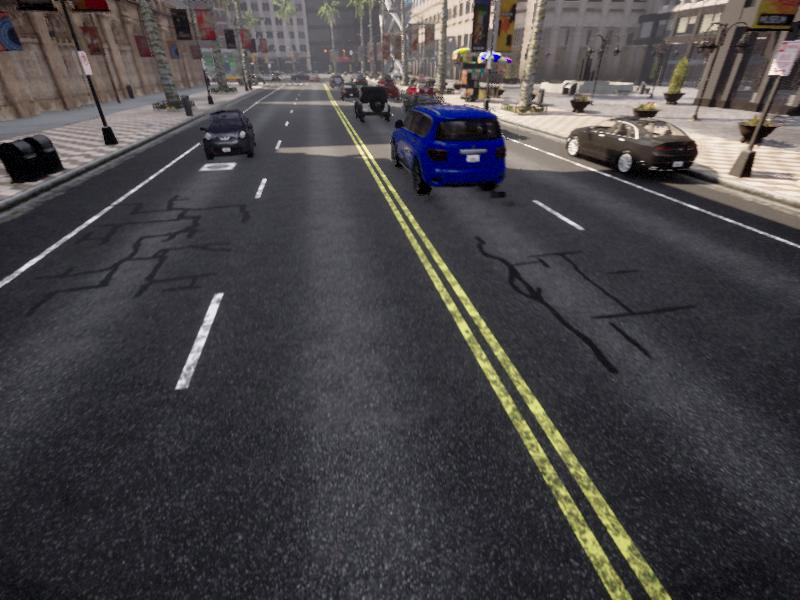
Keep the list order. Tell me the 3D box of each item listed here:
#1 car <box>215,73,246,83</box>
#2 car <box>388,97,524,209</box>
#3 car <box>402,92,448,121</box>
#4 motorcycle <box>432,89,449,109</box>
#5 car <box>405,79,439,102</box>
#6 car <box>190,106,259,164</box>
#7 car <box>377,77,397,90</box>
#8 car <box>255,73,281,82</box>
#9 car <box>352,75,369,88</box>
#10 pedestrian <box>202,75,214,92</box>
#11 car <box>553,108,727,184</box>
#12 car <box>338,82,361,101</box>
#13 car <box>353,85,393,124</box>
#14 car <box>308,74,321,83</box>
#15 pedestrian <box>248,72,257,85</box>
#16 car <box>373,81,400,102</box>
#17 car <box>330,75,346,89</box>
[{"bbox_3d":[-34.554,-45.248,81.491,5.366,1.575,1.801,-6,31,-9],"label":"car"},{"bbox_3d":[1.201,-4.579,11.690,2.150,2.045,5.566,-6,31,-9],"label":"car"},{"bbox_3d":[1.512,-12.810,26.398,1.895,1.301,4.718,-6,31,-9],"label":"car"},{"bbox_3d":[3.233,-16.148,32.123,0.764,1.277,2.356,10,32,16],"label":"motorcycle"},{"bbox_3d":[1.984,-20.068,38.229,2.185,1.767,4.553,-6,31,-9],"label":"car"},{"bbox_3d":[-6.636,-6.500,15.526,1.845,1.501,3.633,-9,32,-13],"label":"car"},{"bbox_3d":[-1.881,-30.894,56.944,2.163,1.488,4.792,-6,31,-9],"label":"car"},{"bbox_3d":[-27.342,-46.142,82.994,4.974,1.542,2.038,-8,31,-13],"label":"car"},{"bbox_3d":[-6.119,-33.676,61.651,2.038,1.542,4.974,-6,31,-9],"label":"car"},{"bbox_3d":[-23.752,-26.810,49.479,0.751,1.860,0.751,-6,31,-9],"label":"pedestrian"},{"bbox_3d":[7.549,-5.339,13.430,2.231,1.521,4.892,-6,31,-9],"label":"car"},{"bbox_3d":[-5.051,-20.763,39.808,1.812,1.442,4.674,-6,31,-9],"label":"car"},{"bbox_3d":[-1.750,-12.262,24.907,1.905,1.878,3.866,-6,31,-9],"label":"car"},{"bbox_3d":[-16.730,-43.349,78.210,2.163,1.488,4.792,-6,31,-9],"label":"car"},{"bbox_3d":[-24.870,-37.409,67.477,0.751,1.860,0.751,11,32,18],"label":"pedestrian"},{"bbox_3d":[-1.370,-20.498,39.234,1.882,1.535,5.008,-6,31,-9],"label":"car"},{"bbox_3d":[-9.250,-32.516,59.613,2.033,1.649,4.856,-5,31,-9],"label":"car"}]
